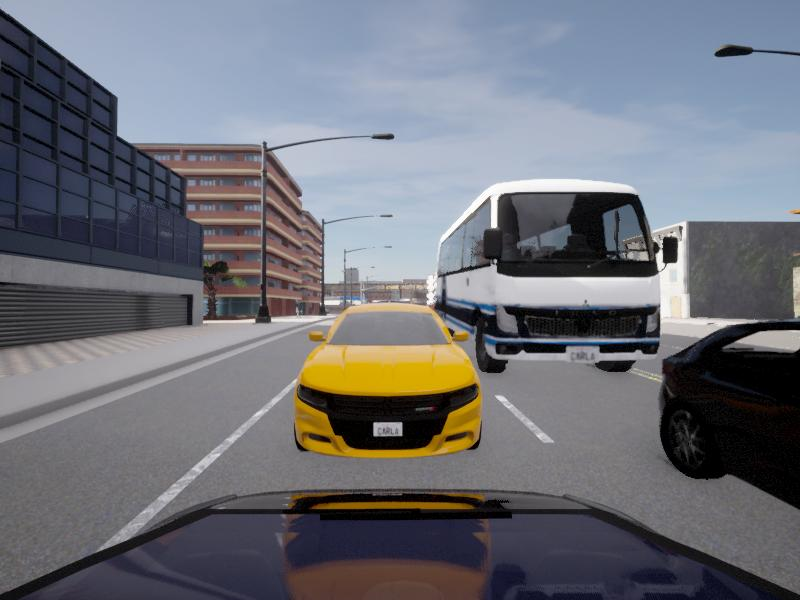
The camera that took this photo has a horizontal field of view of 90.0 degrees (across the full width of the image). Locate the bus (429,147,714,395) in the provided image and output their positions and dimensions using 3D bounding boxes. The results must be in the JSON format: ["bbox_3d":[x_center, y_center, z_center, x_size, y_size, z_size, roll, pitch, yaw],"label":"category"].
[{"bbox_3d":[3.324,-0.637,12.040,3.944,4.253,10.273,0,2,-1],"label":"bus"}]

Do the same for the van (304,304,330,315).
[{"bbox_3d":[-19.654,2.234,95.167,5.915,2.561,1.988,0,-1,-2],"label":"van"}]

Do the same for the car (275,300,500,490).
[{"bbox_3d":[-0.158,0.790,5.854,1.882,1.535,5.008,0,1,-1],"label":"car"}]

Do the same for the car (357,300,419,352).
[{"bbox_3d":[-0.352,0.754,13.955,1.812,1.442,4.674,0,1,0],"label":"car"}]

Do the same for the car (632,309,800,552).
[{"bbox_3d":[3.427,0.848,2.192,1.816,1.474,4.193,0,0,-1],"label":"car"}]
